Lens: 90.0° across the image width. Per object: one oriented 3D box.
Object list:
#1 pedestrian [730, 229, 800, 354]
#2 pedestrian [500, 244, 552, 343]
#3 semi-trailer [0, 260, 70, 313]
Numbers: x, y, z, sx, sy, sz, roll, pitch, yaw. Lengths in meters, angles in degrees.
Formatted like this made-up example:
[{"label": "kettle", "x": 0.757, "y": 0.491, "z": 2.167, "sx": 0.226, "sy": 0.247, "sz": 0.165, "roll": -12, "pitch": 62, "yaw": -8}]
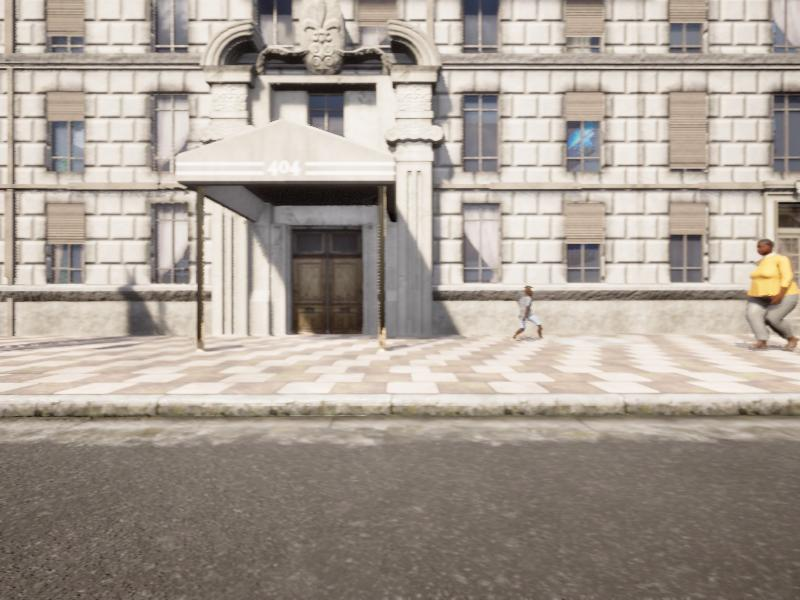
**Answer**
[{"label": "pedestrian", "x": 5.908, "y": -0.125, "z": 6.331, "sx": 0.751, "sy": 1.860, "sz": 0.751, "roll": 0, "pitch": 0, "yaw": -2}, {"label": "pedestrian", "x": 2.470, "y": -0.119, "z": 7.905, "sx": 0.751, "sy": 1.860, "sz": 0.751, "roll": 0, "pitch": 0, "yaw": -6}, {"label": "semi-trailer", "x": -34.598, "y": -1.156, "z": 33.085, "sx": 2.717, "sy": 4.402, "sz": 14.254, "roll": 0, "pitch": 0, "yaw": 0}]
